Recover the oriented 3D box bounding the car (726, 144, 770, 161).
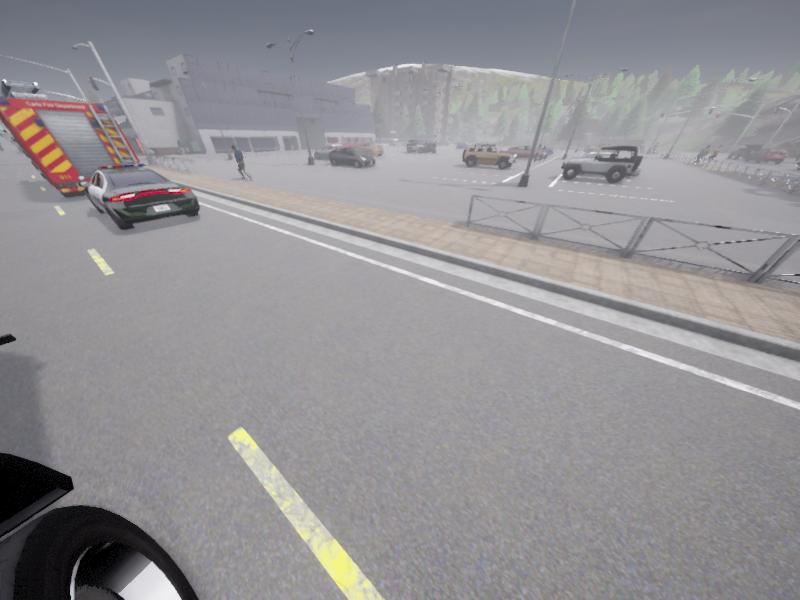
[{"bbox_3d":[48.679,-20.806,32.458,1.905,1.878,3.866,23,41,28],"label":"car"}]

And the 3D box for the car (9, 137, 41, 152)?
[{"bbox_3d":[-66.290,-27.519,40.817,5.566,2.045,2.150,23,41,29],"label":"car"}]

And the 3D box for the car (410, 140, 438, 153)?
[{"bbox_3d":[4.261,-27.477,41.303,4.605,1.855,1.932,22,41,28],"label":"car"}]

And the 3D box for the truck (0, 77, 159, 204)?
[{"bbox_3d":[-16.111,-7.571,11.250,8.468,3.827,2.891,22,41,28],"label":"truck"}]

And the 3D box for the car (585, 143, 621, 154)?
[{"bbox_3d":[36.364,-27.239,41.583,4.514,1.523,2.007,22,41,28],"label":"car"}]

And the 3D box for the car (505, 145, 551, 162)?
[{"bbox_3d":[15.697,-18.132,28.450,4.514,1.523,2.007,22,41,28],"label":"car"}]

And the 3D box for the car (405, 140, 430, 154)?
[{"bbox_3d":[2.922,-25.994,39.154,3.866,1.878,1.905,22,41,28],"label":"car"}]

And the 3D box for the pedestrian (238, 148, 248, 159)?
[{"bbox_3d":[-19.085,-17.778,28.093,0.500,1.100,0.500,22,41,28],"label":"pedestrian"}]

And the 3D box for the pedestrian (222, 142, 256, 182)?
[{"bbox_3d":[-9.151,-7.882,13.214,0.751,1.860,0.751,11,37,15],"label":"pedestrian"}]

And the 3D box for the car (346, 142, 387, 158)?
[{"bbox_3d":[-4.458,-19.936,30.637,5.027,1.636,2.152,22,41,28],"label":"car"}]

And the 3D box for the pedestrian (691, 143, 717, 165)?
[{"bbox_3d":[32.189,-15.467,24.494,0.751,1.860,0.751,22,41,28],"label":"pedestrian"}]

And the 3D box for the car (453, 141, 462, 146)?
[{"bbox_3d":[21.457,-58.372,85.899,1.845,1.501,3.633,22,41,28],"label":"car"}]

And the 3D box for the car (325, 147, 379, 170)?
[{"bbox_3d":[-4.251,-12.629,20.511,4.514,1.523,2.007,22,41,28],"label":"car"}]

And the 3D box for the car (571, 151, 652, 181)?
[{"bbox_3d":[14.878,-9.664,16.527,3.806,1.475,1.970,22,41,28],"label":"car"}]

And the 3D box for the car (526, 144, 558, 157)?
[{"bbox_3d":[21.496,-22.783,35.129,3.633,1.501,1.845,22,41,28],"label":"car"}]

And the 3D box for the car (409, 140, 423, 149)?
[{"bbox_3d":[4.224,-41.004,60.863,1.905,1.878,3.866,22,41,28],"label":"car"}]

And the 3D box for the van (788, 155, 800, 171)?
[{"bbox_3d":[38.216,-12.476,20.430,2.069,2.038,4.480,22,41,28],"label":"van"}]

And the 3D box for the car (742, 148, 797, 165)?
[{"bbox_3d":[44.896,-17.624,28.233,2.007,1.525,4.514,23,41,28],"label":"car"}]

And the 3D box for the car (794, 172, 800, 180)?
[{"bbox_3d":[29.110,-8.406,15.087,1.970,1.475,3.806,23,41,28],"label":"car"}]

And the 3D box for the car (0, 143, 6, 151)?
[{"bbox_3d":[-72.096,-27.200,40.800,4.892,1.490,1.837,24,42,30],"label":"car"}]

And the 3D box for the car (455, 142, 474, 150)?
[{"bbox_3d":[15.092,-35.913,53.832,3.633,1.501,1.845,22,41,28],"label":"car"}]

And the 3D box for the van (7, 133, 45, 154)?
[{"bbox_3d":[-59.008,-24.712,36.441,5.915,2.561,1.988,22,41,28],"label":"van"}]

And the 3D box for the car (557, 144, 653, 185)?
[{"bbox_3d":[12.462,-8.542,14.426,3.866,1.878,1.905,22,41,28],"label":"car"}]

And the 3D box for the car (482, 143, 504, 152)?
[{"bbox_3d":[19.435,-32.026,48.356,3.806,1.475,1.970,22,41,28],"label":"car"}]

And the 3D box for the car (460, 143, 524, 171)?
[{"bbox_3d":[7.931,-12.697,20.335,4.605,1.855,1.932,22,41,28],"label":"car"}]

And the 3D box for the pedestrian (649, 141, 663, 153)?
[{"bbox_3d":[48.867,-29.242,44.162,0.751,1.860,0.751,0,35,0],"label":"pedestrian"}]

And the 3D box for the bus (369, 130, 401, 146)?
[{"bbox_3d":[-5.150,-54.912,78.509,10.273,4.253,3.944,22,41,28],"label":"bus"}]

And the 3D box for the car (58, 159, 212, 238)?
[{"bbox_3d":[-8.848,-3.637,7.699,4.974,1.542,2.038,22,41,28],"label":"car"}]

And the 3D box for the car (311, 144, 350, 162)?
[{"bbox_3d":[-7.896,-16.756,26.237,3.806,1.475,1.970,22,41,28],"label":"car"}]

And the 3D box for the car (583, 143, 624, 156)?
[{"bbox_3d":[34.597,-25.759,39.454,5.027,1.636,2.152,22,41,28],"label":"car"}]

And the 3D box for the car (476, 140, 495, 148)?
[{"bbox_3d":[24.406,-44.449,65.901,4.605,1.855,1.932,22,41,28],"label":"car"}]
